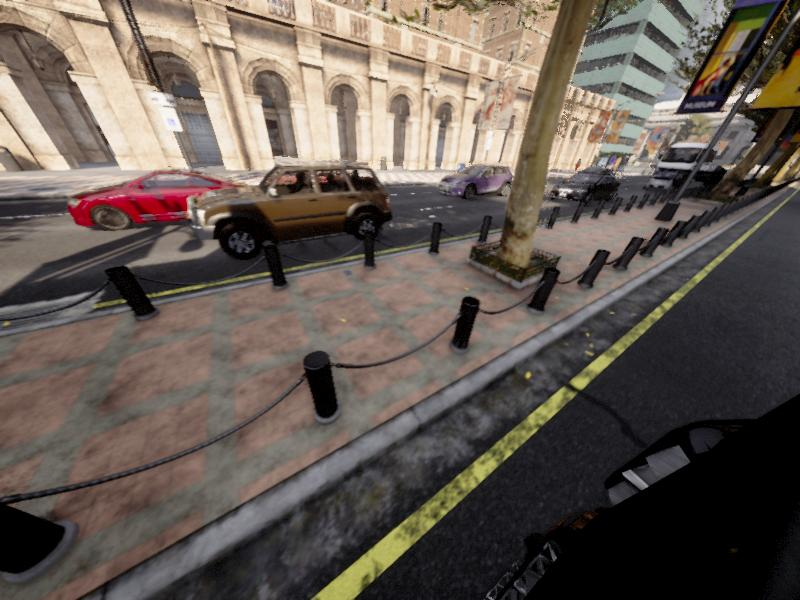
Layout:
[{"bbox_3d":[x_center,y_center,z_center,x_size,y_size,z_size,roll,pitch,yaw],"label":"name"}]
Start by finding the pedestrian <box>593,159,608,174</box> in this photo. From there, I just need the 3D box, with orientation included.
[{"bbox_3d":[29.673,-19.780,34.228,0.751,1.860,0.751,-12,36,-22],"label":"pedestrian"}]

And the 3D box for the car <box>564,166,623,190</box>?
[{"bbox_3d":[16.633,-10.504,19.826,4.892,1.490,1.837,-17,38,-28],"label":"car"}]

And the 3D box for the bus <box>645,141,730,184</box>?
[{"bbox_3d":[38.339,-18.267,30.783,10.273,4.253,3.944,-17,39,-28],"label":"bus"}]

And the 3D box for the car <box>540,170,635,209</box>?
[{"bbox_3d":[10.612,-6.368,13.078,4.902,1.511,2.128,-17,38,-28],"label":"car"}]

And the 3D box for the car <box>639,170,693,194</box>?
[{"bbox_3d":[22.504,-10.058,19.586,3.633,1.501,1.845,-17,38,-28],"label":"car"}]

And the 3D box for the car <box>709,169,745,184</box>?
[{"bbox_3d":[45.846,-17.307,32.354,5.366,1.575,1.801,-17,38,-28],"label":"car"}]

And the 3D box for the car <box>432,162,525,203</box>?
[{"bbox_3d":[4.458,-6.793,13.117,4.856,1.649,2.033,-18,39,-27],"label":"car"}]

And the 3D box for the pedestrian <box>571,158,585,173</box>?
[{"bbox_3d":[25.543,-19.311,33.190,0.751,1.860,0.751,-14,37,-23],"label":"pedestrian"}]

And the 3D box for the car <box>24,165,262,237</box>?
[{"bbox_3d":[-6.852,-3.180,6.997,4.181,1.385,1.994,-17,38,-28],"label":"car"}]

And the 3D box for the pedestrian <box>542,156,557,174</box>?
[{"bbox_3d":[18.808,-16.973,29.120,0.751,1.860,0.751,-14,37,-24],"label":"pedestrian"}]

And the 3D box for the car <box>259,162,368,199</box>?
[{"bbox_3d":[-4.176,-6.101,11.680,4.718,1.301,1.895,-17,39,-28],"label":"car"}]

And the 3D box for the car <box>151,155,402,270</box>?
[{"bbox_3d":[-2.452,-2.478,5.816,4.605,1.855,1.932,-18,39,-27],"label":"car"}]

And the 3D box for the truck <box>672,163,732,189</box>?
[{"bbox_3d":[32.849,-13.495,25.088,6.274,2.098,2.390,-17,38,-28],"label":"truck"}]
